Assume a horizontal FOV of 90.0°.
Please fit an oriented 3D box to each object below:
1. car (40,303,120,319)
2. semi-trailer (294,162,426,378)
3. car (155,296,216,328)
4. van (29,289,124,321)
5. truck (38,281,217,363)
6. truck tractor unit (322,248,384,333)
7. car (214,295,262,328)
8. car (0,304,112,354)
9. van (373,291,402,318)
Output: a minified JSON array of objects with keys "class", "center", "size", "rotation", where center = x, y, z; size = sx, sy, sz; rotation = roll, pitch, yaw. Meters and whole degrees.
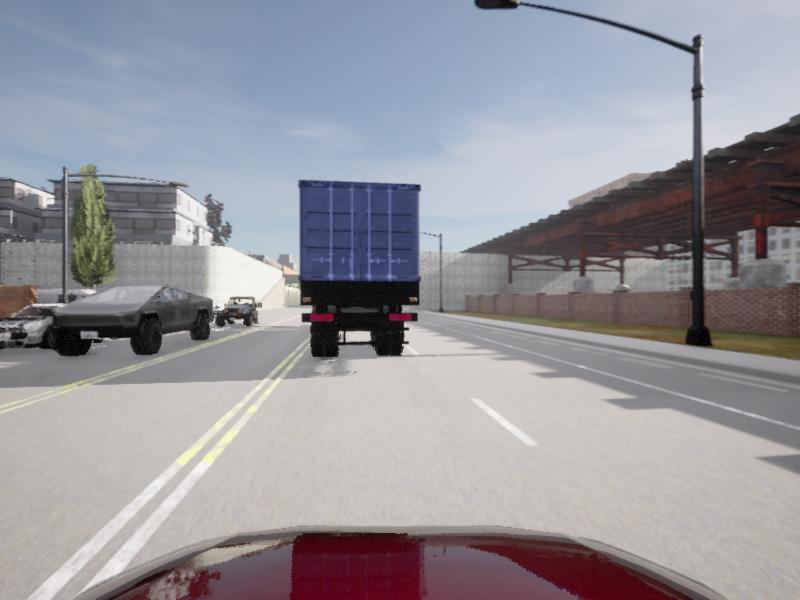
[{"class":"car","center":[-28.767,0.958,36.111],"size":[5.357,1.411,2.033],"rotation":[0,0,-8]},{"class":"semi-trailer","center":[-1.718,-0.599,15.370],"size":[2.717,4.402,14.254],"rotation":[0,0,-7]},{"class":"car","center":[-13.481,0.695,25.482],"size":[1.932,1.855,4.605],"rotation":[0,-1,-8]},{"class":"van","center":[-26.438,0.381,32.897],"size":[5.915,2.561,1.988],"rotation":[0,0,-8]},{"class":"truck","center":[-8.514,0.563,13.565],"size":[2.390,2.098,6.274],"rotation":[0,0,-7]},{"class":"truck tractor unit","center":[-2.737,-0.492,23.221],"size":[3.053,4.208,6.516],"rotation":[0,0,-7]},{"class":"car","center":[-10.135,0.684,25.306],"size":[1.905,1.878,3.866],"rotation":[0,0,-8]},{"class":"car","center":[-12.125,0.878,13.828],"size":[1.970,1.475,3.806],"rotation":[0,0,-8]},{"class":"van","center":[-1.396,0.426,40.382],"size":[2.351,2.431,6.366],"rotation":[0,0,-7]}]
